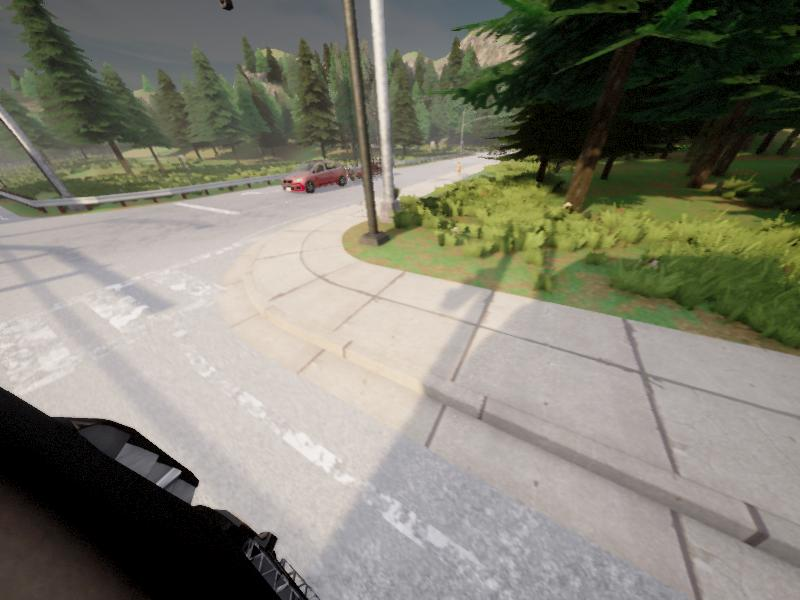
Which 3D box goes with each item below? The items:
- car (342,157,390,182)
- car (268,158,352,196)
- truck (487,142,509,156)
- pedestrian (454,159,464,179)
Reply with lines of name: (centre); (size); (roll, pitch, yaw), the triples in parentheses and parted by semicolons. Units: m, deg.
car: (-2.714, -11.223, 19.723); (1.816, 1.474, 4.193); (15, 38, 25)
car: (-5.656, -8.243, 15.286); (2.242, 1.667, 4.611); (15, 38, 25)
truck: (18.839, -29.062, 44.350); (2.390, 2.098, 6.274); (17, 38, 27)
pedestrian: (3.977, -8.798, 15.554); (0.500, 1.100, 0.500); (8, 35, 16)
